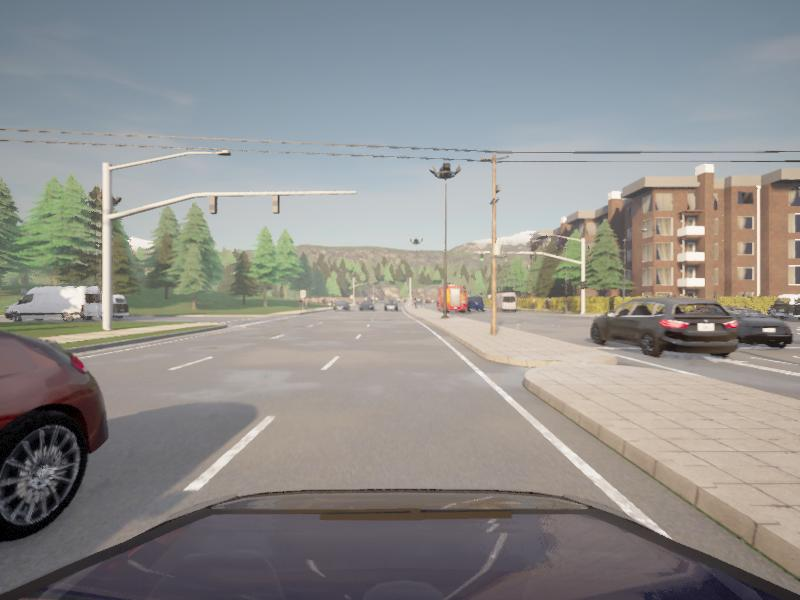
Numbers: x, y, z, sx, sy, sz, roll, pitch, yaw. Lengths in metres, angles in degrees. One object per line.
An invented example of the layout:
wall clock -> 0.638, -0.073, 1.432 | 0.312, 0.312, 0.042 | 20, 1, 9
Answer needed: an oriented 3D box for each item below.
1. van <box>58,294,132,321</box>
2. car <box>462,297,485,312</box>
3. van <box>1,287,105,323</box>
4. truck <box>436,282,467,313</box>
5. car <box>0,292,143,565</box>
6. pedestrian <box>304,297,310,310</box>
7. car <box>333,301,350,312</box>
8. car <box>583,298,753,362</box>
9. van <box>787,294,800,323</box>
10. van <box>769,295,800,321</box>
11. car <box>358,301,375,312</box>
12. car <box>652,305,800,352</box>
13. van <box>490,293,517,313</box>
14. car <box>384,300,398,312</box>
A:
van -> -24.827, 0.589, 32.688 | 4.480, 2.038, 2.069 | 0, 0, 1
car -> 10.246, 0.591, 56.134 | 2.150, 2.045, 5.566 | 0, 0, 0
van -> -25.222, 0.336, 29.197 | 5.915, 2.561, 1.988 | 0, 0, 1
truck -> 6.789, -0.297, 53.667 | 2.891, 3.827, 8.468 | 0, 0, -1
car -> -3.498, 0.781, 1.249 | 2.152, 1.651, 5.027 | 0, 0, 0
pedestrian -> -13.448, 0.499, 57.644 | 0.751, 1.860, 0.751 | 0, 0, -3
car -> -8.259, 0.895, 56.918 | 1.812, 1.442, 4.674 | 0, 0, -1
car -> 7.974, 0.764, 12.618 | 2.242, 1.667, 4.611 | 0, 0, 0
van -> 30.573, 0.587, 28.217 | 4.480, 2.038, 2.069 | 0, 0, 1
van -> 32.425, 0.588, 31.692 | 4.480, 2.038, 2.069 | 0, 0, 1
car -> -4.794, 0.851, 57.784 | 2.038, 1.542, 4.974 | 0, 0, -1
car -> 11.464, 0.913, 14.468 | 1.994, 1.385, 4.181 | 0, 0, -1
van -> 13.787, 0.347, 53.441 | 1.988, 2.561, 5.915 | 0, 0, -1
car -> -1.263, 0.803, 57.407 | 2.033, 1.649, 4.856 | 0, 0, 0
